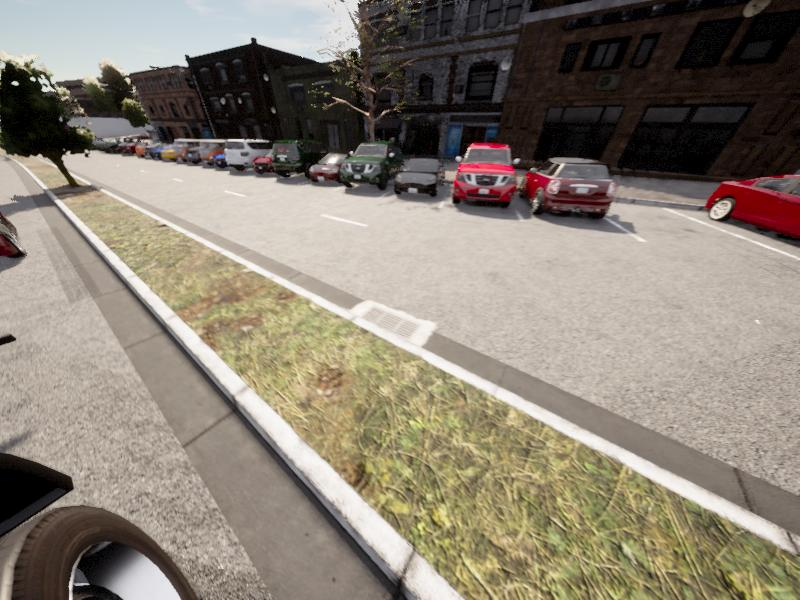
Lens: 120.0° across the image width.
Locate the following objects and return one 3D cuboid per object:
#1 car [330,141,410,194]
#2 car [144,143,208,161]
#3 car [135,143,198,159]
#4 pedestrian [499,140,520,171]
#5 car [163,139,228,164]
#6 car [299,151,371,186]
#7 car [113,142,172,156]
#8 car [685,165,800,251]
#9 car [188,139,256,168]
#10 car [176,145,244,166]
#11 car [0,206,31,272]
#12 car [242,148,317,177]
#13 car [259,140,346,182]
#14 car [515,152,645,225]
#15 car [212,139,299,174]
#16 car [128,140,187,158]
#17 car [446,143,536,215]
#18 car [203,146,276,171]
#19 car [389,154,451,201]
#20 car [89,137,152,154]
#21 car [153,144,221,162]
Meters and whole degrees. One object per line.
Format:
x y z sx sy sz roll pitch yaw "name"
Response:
-1.265 -7.589 12.881 2.435 2.045 5.566 9 35 12 "car"
-25.941 -17.399 27.057 2.097 1.535 5.008 9 35 11 "car"
-28.447 -18.377 28.427 2.231 1.521 4.892 8 35 11 "car"
7.954 -10.499 16.793 0.751 1.860 0.751 21 40 24 "pedestrian"
-21.010 -15.526 24.042 1.878 1.987 4.442 9 35 11 "car"
-3.734 -8.358 14.442 2.163 1.488 4.792 9 35 12 "car"
-35.984 -21.309 32.526 2.097 1.535 5.008 8 35 10 "car"
11.046 -2.376 6.011 2.097 1.535 5.008 10 35 12 "car"
-16.067 -13.525 21.239 1.878 1.987 4.442 9 35 12 "car"
-18.509 -14.397 22.905 2.163 1.488 4.792 9 35 12 "car"
-10.186 -1.555 4.859 4.181 1.385 1.994 22 41 28 "car"
-8.651 -10.402 17.256 2.097 1.535 5.008 9 35 12 "car"
-6.187 -9.623 15.733 2.435 2.045 5.566 9 35 12 "car"
6.107 -4.476 8.737 2.185 1.767 4.553 9 35 12 "car"
-11.110 -11.623 18.536 2.435 2.045 5.566 9 35 12 "car"
-30.955 -19.458 29.721 2.185 1.767 4.553 8 35 11 "car"
3.661 -5.584 10.073 2.435 2.045 5.566 9 35 12 "car"
-13.577 -12.403 20.060 2.097 1.535 5.008 9 35 12 "car"
1.192 -6.356 11.637 2.163 1.488 4.792 9 35 12 "car"
-43.601 -24.353 36.347 2.435 2.045 5.566 8 35 9 "car"
-23.423 -16.506 25.808 1.946 1.575 5.366 9 35 12 "car"
